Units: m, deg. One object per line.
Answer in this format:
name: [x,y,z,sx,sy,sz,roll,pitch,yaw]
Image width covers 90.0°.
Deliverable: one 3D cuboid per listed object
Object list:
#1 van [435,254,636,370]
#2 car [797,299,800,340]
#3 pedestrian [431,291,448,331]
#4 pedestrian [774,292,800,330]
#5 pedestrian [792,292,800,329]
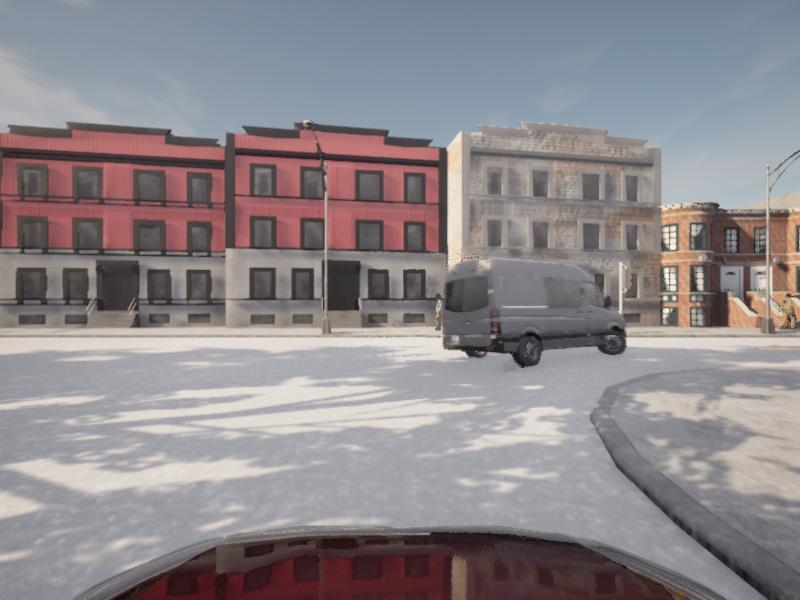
van: [3.986,0.317,11.235,5.915,2.561,1.988,0,-4,-33]
car: [17.821,0.781,15.006,3.988,1.617,1.851,0,0,0]
pedestrian: [1.930,0.519,19.411,0.751,1.860,0.751,0,0,12]
pedestrian: [19.209,0.522,19.811,0.751,1.860,0.751,0,0,11]
pedestrian: [20.149,0.523,19.789,0.751,1.860,0.751,0,0,-6]
